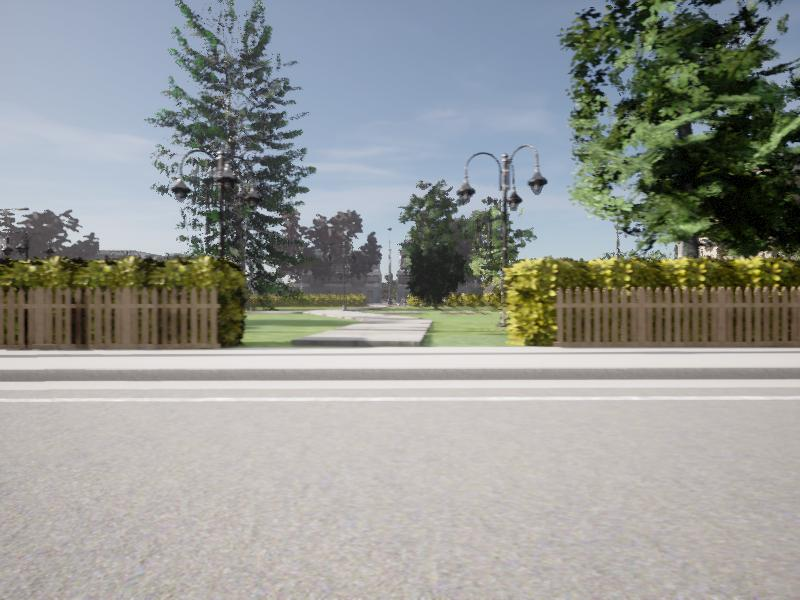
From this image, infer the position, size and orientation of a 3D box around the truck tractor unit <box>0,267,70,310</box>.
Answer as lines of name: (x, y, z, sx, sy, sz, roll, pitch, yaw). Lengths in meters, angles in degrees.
truck tractor unit: (-39.191, -1.073, 42.436, 3.053, 4.208, 6.516, 0, 0, -2)

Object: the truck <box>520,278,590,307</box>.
truck: (20.995, -0.946, 54.647, 8.468, 3.827, 2.891, 0, 0, 1)

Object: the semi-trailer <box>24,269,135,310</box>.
semi-trailer: (-39.359, -1.167, 50.344, 2.717, 4.402, 14.254, 0, 0, -1)
